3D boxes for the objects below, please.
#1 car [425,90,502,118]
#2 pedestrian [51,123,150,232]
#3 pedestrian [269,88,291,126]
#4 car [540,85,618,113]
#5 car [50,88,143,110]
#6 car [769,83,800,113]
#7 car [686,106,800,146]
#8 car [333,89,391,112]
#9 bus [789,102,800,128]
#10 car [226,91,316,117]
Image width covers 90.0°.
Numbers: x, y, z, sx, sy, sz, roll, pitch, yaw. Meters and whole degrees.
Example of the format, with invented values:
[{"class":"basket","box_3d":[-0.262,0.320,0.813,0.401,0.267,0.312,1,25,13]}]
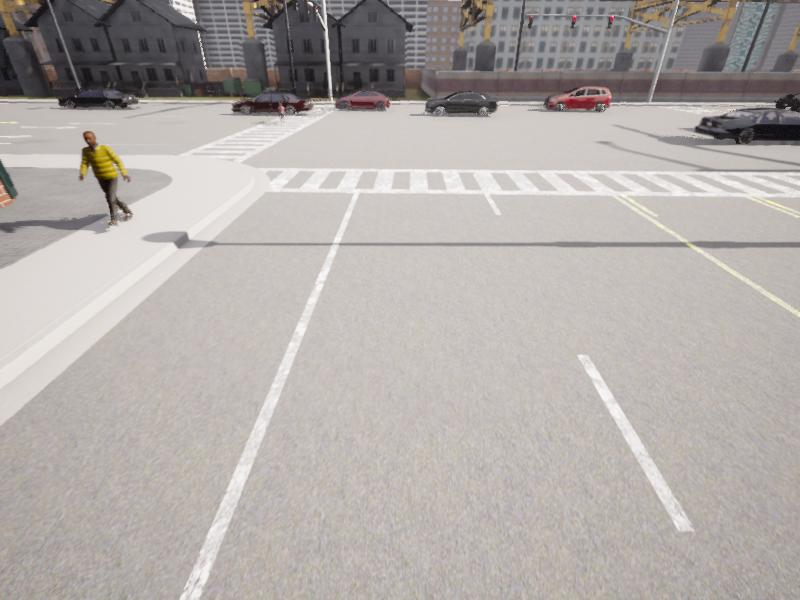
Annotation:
[{"class":"car","box_3d":[4.186,-13.337,27.158,4.892,1.490,1.837,1,30,1]},{"class":"pedestrian","box_3d":[-5.665,-2.339,7.697,0.751,1.860,0.751,-2,31,-4]},{"class":"pedestrian","box_3d":[-6.706,-10.861,22.484,0.751,1.860,0.751,1,30,1]},{"class":"car","box_3d":[13.282,-15.070,29.973,4.611,1.667,2.242,1,30,1]},{"class":"car","box_3d":[-23.128,-15.424,30.669,5.357,1.411,2.033,1,30,1]},{"class":"car","box_3d":[30.485,-14.943,29.626,3.866,1.878,1.905,1,30,1]},{"class":"car","box_3d":[16.372,-7.811,17.918,5.357,1.411,2.033,1,30,1]},{"class":"car","box_3d":[-2.798,-15.149,30.326,4.181,1.385,1.994,1,30,1]},{"class":"bus","box_3d":[27.449,-10.736,20.128,10.273,4.253,3.944,1,30,1]},{"class":"car","box_3d":[-8.680,-13.462,27.403,5.357,1.411,2.033,1,30,1]}]
